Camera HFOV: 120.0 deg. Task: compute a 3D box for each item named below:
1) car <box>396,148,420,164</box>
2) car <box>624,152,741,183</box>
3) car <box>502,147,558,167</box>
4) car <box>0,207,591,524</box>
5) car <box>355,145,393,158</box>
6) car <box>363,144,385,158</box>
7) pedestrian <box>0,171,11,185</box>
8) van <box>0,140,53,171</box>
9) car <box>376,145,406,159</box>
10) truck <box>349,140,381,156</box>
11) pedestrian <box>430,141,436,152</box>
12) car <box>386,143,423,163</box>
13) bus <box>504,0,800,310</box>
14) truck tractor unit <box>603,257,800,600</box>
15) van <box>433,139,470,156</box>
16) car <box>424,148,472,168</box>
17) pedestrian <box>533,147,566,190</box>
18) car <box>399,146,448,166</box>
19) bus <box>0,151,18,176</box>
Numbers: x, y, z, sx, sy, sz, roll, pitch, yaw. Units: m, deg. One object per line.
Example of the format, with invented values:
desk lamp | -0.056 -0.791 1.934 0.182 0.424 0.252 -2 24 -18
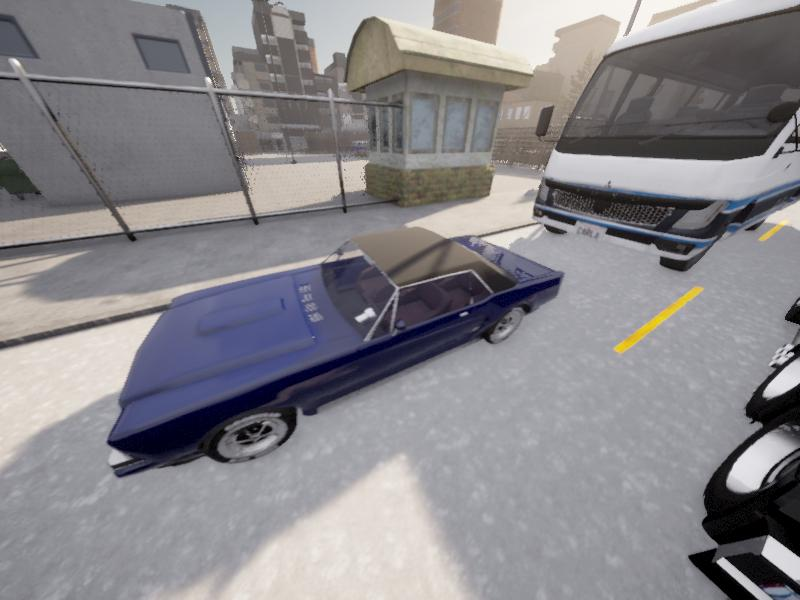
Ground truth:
car | 0.884 -16.216 25.924 2.207 1.379 1.481 -18 39 -24
car | 20.372 -9.882 17.054 2.128 1.511 4.902 -13 37 -19
car | 14.450 -16.204 26.072 2.038 1.542 4.974 -18 39 -24
car | -0.231 -0.026 2.905 4.718 1.301 1.895 -17 38 -23
car | -3.857 -22.535 35.007 5.357 1.415 2.033 -18 39 -24
car | -3.883 -22.436 34.739 1.789 1.547 3.705 -18 39 -24
pedestrian | -22.321 -7.108 12.180 0.751 1.860 0.751 -5 35 -8
van | -33.558 -12.485 19.883 2.069 2.038 4.480 -18 39 -25
car | -1.175 -20.372 31.813 3.633 1.501 1.845 -18 39 -24
truck | -5.680 -24.808 37.712 4.478 2.038 2.069 -18 39 -24
pedestrian | 7.021 -32.750 49.268 0.751 1.860 0.751 -12 37 -17
car | 0.562 -17.706 27.696 3.866 1.878 1.905 -18 39 -24
bus | 8.460 -3.974 6.063 10.273 4.253 3.944 -17 38 -23
truck tractor unit | 5.096 -0.316 0.796 6.516 4.208 3.053 -19 39 -25
van | 8.851 -26.885 40.595 2.351 2.431 6.366 -19 39 -25
car | 4.687 -13.985 22.687 4.193 1.474 1.816 -18 39 -24
pedestrian | 7.715 -6.793 11.980 0.751 1.860 0.751 27 43 32
car | 2.473 -15.413 24.601 4.611 1.667 2.242 -18 39 -24
bus | -28.937 -8.575 12.356 3.944 4.253 10.273 -18 38 -25
